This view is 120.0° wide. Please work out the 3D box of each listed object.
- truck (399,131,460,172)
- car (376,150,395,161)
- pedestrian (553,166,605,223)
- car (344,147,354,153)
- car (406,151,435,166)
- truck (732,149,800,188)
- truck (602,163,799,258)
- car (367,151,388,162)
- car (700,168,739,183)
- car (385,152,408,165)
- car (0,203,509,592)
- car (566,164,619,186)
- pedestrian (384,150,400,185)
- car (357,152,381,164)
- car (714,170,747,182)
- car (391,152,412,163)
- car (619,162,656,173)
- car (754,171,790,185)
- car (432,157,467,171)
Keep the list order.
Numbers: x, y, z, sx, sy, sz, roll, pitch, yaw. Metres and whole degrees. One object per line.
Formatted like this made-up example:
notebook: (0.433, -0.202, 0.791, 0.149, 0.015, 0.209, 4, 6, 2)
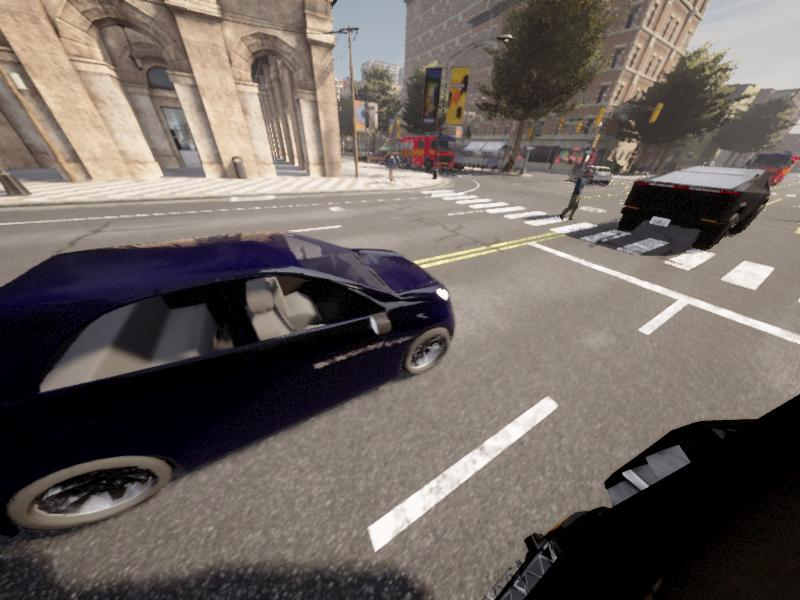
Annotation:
truck: (3.230, -18.783, 29.192, 2.891, 3.827, 8.468, -16, 38, -26)
car: (-2.829, -27.757, 44.326, 1.851, 1.617, 3.988, -16, 38, -26)
pedestrian: (6.802, -4.019, 8.853, 0.751, 1.860, 0.751, -20, 40, -31)
car: (-17.239, -50.968, 78.507, 1.812, 1.442, 4.674, -16, 37, -26)
car: (3.089, -21.925, 35.781, 2.097, 1.767, 4.553, -16, 38, -26)
truck: (47.427, -16.856, 29.674, 8.468, 3.827, 2.891, -16, 38, -26)
truck: (10.369, -3.377, 7.986, 6.274, 2.098, 2.390, -16, 38, -26)
car: (-3.914, -24.841, 40.045, 1.994, 1.385, 4.181, -16, 38, -27)
car: (44.465, -17.345, 32.168, 5.238, 1.638, 1.930, -16, 38, -27)
car: (-0.623, -21.610, 35.308, 1.970, 1.475, 3.806, -16, 38, -26)
car: (-1.094, 0.114, 2.337, 3.633, 1.501, 1.845, -16, 38, -26)
car: (19.186, -12.661, 23.284, 1.970, 1.475, 3.806, 2, 33, -1)
pedestrian: (-0.537, -8.256, 14.429, 0.751, 1.860, 0.751, -13, 37, -22)
car: (-4.926, -22.232, 36.074, 1.895, 1.301, 4.718, -16, 38, -26)
car: (50.286, -18.917, 35.176, 4.674, 1.442, 1.812, -16, 38, -26)
car: (0.143, -24.733, 40.095, 1.970, 1.475, 3.806, -15, 38, -26)
car: (51.215, -28.646, 49.897, 2.038, 1.542, 4.974, -15, 38, -25)
car: (55.052, -18.099, 34.180, 5.366, 1.575, 1.801, -16, 38, -26)
car: (6.511, -18.285, 30.987, 1.895, 1.301, 4.718, -16, 38, -26)
